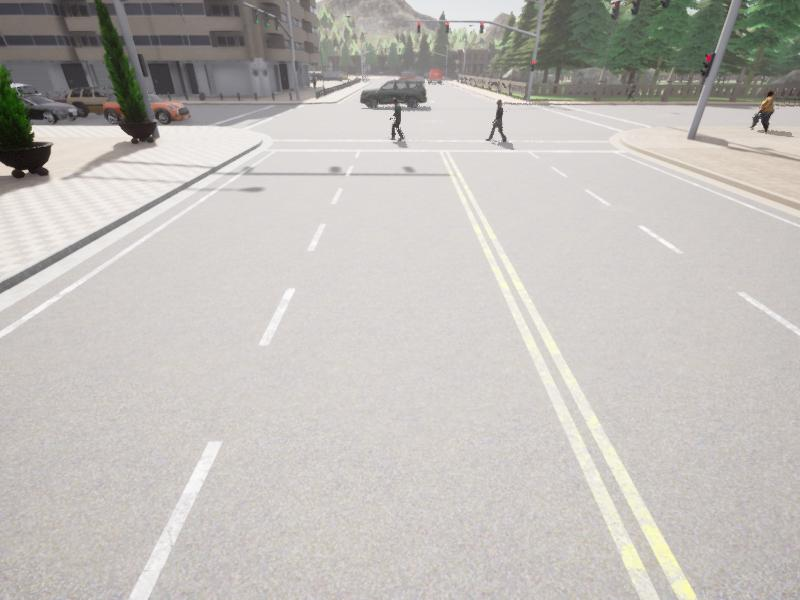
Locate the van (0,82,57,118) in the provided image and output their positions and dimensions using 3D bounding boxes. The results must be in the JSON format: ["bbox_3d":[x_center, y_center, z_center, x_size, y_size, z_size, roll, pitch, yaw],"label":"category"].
[{"bbox_3d":[-26.711,-13.558,27.107,4.480,2.038,2.069,0,30,0],"label":"van"}]

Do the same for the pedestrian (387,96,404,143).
[{"bbox_3d":[-0.186,-8.184,18.122,0.751,1.860,0.751,1,30,1],"label":"pedestrian"}]

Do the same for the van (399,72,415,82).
[{"bbox_3d":[1.632,-50.757,90.984,1.775,1.987,4.442,15,33,24],"label":"van"}]

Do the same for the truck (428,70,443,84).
[{"bbox_3d":[7.239,-45.664,81.775,2.627,2.467,5.204,0,30,0],"label":"truck"}]

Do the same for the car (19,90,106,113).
[{"bbox_3d":[-25.406,-15.060,30.270,4.674,1.442,1.812,0,30,0],"label":"car"}]

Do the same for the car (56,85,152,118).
[{"bbox_3d":[-19.923,-13.460,27.100,4.605,1.855,1.932,0,30,0],"label":"car"}]

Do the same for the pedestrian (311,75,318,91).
[{"bbox_3d":[-11.753,-29.790,54.843,0.751,1.860,0.751,-4,31,-7],"label":"pedestrian"}]

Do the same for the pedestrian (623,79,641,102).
[{"bbox_3d":[20.841,-18.817,35.944,0.751,1.860,0.751,1,30,1],"label":"pedestrian"}]

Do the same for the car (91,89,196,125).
[{"bbox_3d":[-15.243,-11.632,24.053,4.553,1.767,2.097,0,30,1],"label":"car"}]

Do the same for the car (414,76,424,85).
[{"bbox_3d":[3.725,-43.448,79.078,1.994,1.385,4.181,0,30,1],"label":"car"}]

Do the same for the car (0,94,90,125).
[{"bbox_3d":[-22.194,-11.546,24.186,4.902,1.511,2.128,0,30,0],"label":"car"}]

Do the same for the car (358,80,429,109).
[{"bbox_3d":[-0.492,-16.965,32.980,5.566,2.045,2.150,0,30,0],"label":"car"}]

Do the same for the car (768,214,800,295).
[{"bbox_3d":[7.029,0.286,3.962,1.801,1.575,5.366,0,30,0],"label":"car"}]

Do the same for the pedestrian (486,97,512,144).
[{"bbox_3d":[4.380,-7.973,17.782,0.751,1.860,0.751,0,30,0],"label":"pedestrian"}]

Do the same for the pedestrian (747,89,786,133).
[{"bbox_3d":[17.722,-9.153,19.392,0.751,1.860,0.751,17,34,26],"label":"pedestrian"}]
